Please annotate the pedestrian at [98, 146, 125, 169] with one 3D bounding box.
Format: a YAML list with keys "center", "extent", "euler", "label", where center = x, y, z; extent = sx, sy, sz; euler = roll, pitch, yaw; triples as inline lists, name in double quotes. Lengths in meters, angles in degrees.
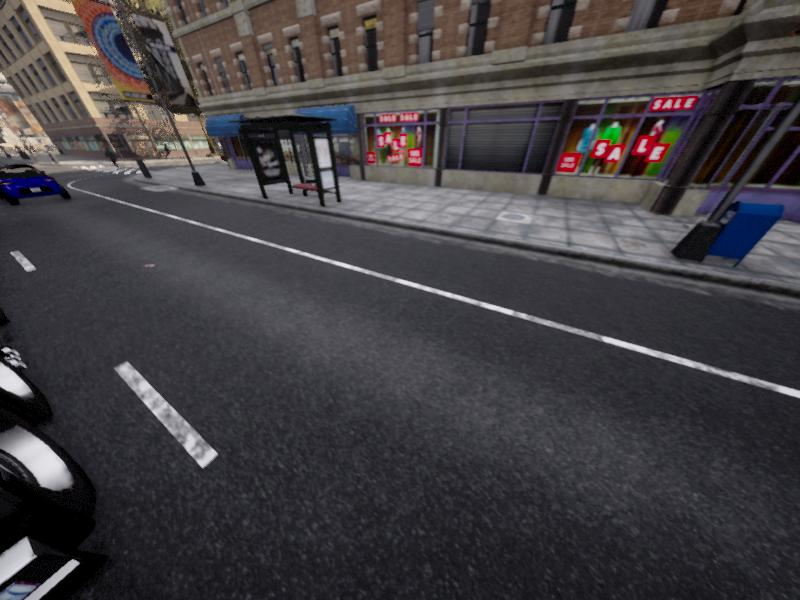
- center: [-28.774, -14.207, 23.050]
  extent: [0.751, 1.860, 0.751]
  euler: [17, 38, 23]
  label: "pedestrian"

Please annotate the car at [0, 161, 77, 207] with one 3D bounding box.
- center: [-17.881, -5.605, 10.956]
  extent: [4.193, 1.474, 1.816]
  euler: [18, 39, 25]
  label: "car"

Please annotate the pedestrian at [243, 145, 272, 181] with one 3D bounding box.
- center: [-8.849, -8.525, 14.414]
  extent: [0.751, 1.860, 0.751]
  euler: [10, 36, 14]
  label: "pedestrian"

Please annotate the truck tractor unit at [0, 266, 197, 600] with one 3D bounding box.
- center: [-5.116, -0.295, 0.781]
  extent: [6.516, 4.208, 3.053]
  euler: [18, 39, 24]
  label: "truck tractor unit"

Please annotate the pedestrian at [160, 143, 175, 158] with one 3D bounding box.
- center: [-34.059, -21.867, 33.845]
  extent: [0.751, 1.860, 0.751]
  euler: [26, 43, 32]
  label: "pedestrian"
